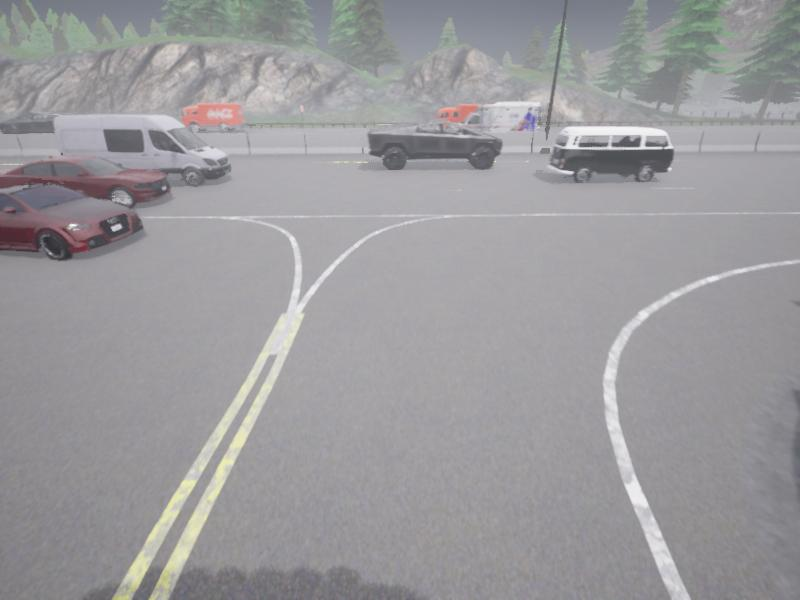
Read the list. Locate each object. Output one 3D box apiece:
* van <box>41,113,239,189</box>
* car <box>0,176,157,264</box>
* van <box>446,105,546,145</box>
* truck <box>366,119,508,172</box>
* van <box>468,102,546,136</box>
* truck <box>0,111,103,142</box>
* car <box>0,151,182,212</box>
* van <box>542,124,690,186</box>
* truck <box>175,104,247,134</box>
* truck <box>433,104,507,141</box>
[{"bbox_3d":[-9.957,-5.940,15.862,5.915,2.561,1.988,-1,27,0],"label":"van"},{"bbox_3d":[-8.510,-1.987,9.465,4.181,1.385,1.994,4,28,9],"label":"car"},{"bbox_3d":[6.630,-12.462,28.467,6.366,2.431,2.351,0,27,0],"label":"van"},{"bbox_3d":[1.640,-7.453,19.170,6.274,2.098,2.390,-1,27,0],"label":"truck"},{"bbox_3d":[9.140,-15.744,34.682,5.915,2.561,1.988,-1,27,0],"label":"van"},{"bbox_3d":[-27.650,-13.631,31.412,6.274,2.098,2.390,-1,27,-1],"label":"truck"},{"bbox_3d":[-10.238,-3.888,12.982,5.008,1.535,1.882,-1,27,0],"label":"car"},{"bbox_3d":[8.459,-5.883,16.129,4.480,2.038,2.069,-1,27,0],"label":"van"},{"bbox_3d":[-17.504,-16.956,37.360,5.204,2.467,2.627,-3,26,-7],"label":"truck"},{"bbox_3d":[5.353,-14.061,31.561,5.204,2.467,2.627,0,27,-1],"label":"truck"}]
